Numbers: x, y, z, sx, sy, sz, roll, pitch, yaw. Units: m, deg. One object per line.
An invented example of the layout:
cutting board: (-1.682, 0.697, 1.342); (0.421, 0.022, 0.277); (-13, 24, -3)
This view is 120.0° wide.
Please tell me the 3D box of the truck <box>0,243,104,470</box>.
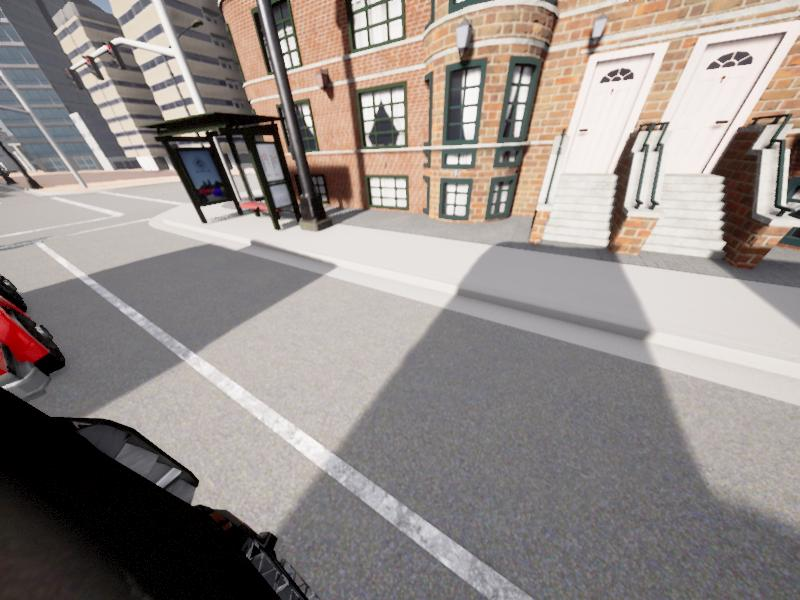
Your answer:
truck: (-6.064, 0.053, 2.065); (5.204, 2.467, 2.627); (18, 39, 28)

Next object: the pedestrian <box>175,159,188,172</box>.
pedestrian: (-38.406, -23.657, 40.653); (0.751, 1.860, 0.751); (11, 36, 20)
